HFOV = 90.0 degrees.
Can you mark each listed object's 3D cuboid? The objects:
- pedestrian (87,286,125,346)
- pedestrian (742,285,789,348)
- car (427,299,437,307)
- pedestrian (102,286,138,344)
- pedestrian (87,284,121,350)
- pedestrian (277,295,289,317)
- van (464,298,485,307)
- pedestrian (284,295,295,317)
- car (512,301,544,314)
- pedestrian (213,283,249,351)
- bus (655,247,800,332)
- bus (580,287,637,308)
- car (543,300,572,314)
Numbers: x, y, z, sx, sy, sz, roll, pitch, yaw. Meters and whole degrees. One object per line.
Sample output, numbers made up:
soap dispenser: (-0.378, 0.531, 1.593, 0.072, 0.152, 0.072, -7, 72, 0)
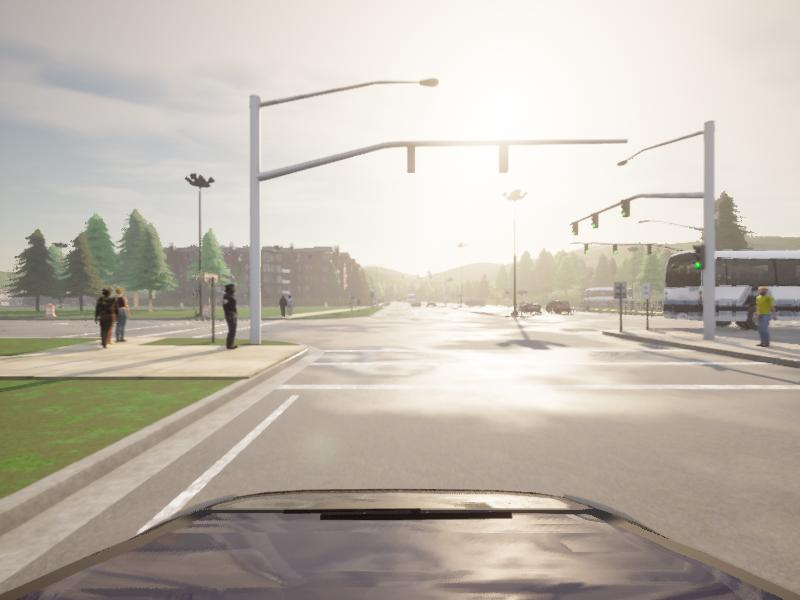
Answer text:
pedestrian: (-9.319, 0.486, 12.714, 0.751, 1.860, 0.751, 0, 0, -16)
pedestrian: (11.093, 0.486, 12.161, 0.751, 1.860, 0.751, 0, 0, 6)
car: (7.182, 0.664, 91.037, 1.905, 1.878, 3.866, 0, 0, 0)
pedestrian: (-9.394, 0.486, 13.443, 0.751, 1.860, 0.751, 0, 0, -11)
pedestrian: (-8.715, 0.486, 11.819, 0.751, 1.860, 0.751, 0, 0, -32)
pedestrian: (-9.646, 0.488, 33.029, 0.751, 1.860, 0.751, 0, 0, -4)
van: (16.706, 0.605, 90.071, 4.442, 1.987, 1.775, 0, 0, 0)
pedestrian: (-9.344, 0.488, 33.881, 0.751, 1.860, 0.751, 0, 0, -1)
car: (15.100, 0.855, 47.465, 2.163, 1.488, 4.792, 0, 0, 0)
pedestrian: (-4.785, 0.455, 11.344, 0.751, 1.860, 0.751, 0, 0, -5)
bus: (20.333, -0.533, 21.901, 10.273, 4.253, 3.944, 0, 0, 0)
bus: (45.058, -0.528, 86.596, 10.273, 4.253, 3.944, 0, 0, 0)
car: (18.601, 0.792, 47.386, 1.851, 1.617, 3.988, 0, 0, 0)
